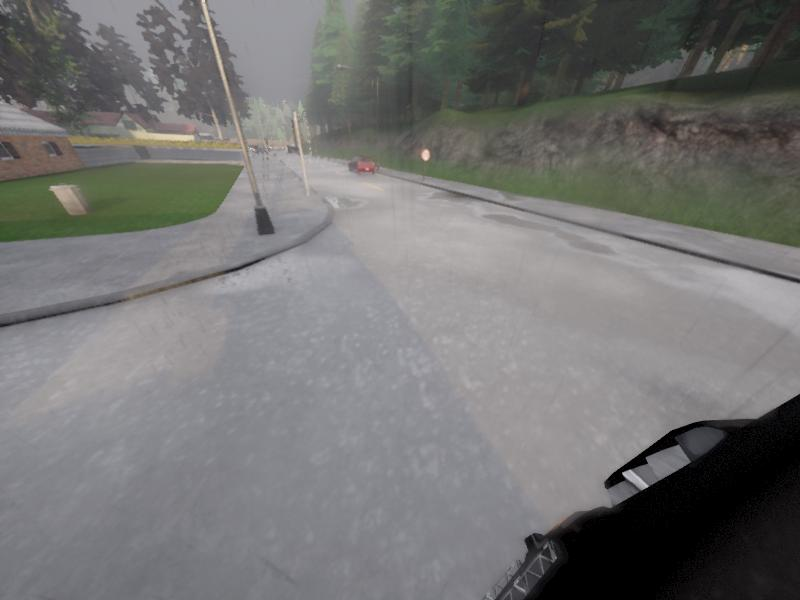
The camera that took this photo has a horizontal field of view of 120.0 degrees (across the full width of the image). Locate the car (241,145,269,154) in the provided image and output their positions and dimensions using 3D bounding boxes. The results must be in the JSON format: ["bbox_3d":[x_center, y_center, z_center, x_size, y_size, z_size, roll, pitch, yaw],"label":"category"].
[{"bbox_3d":[-33.580,-34.984,53.647,4.974,1.542,2.038,-6,34,-13],"label":"car"}]

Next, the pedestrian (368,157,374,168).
[{"bbox_3d":[-3.527,-16.977,28.452,0.500,1.100,0.500,-23,41,-33],"label":"pedestrian"}]

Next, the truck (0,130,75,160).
[{"bbox_3d":[-33.242,-13.652,20.340,4.478,2.038,2.069,-14,37,-23],"label":"truck"}]

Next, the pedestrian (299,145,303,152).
[{"bbox_3d":[-32.529,-49.855,75.944,0.751,1.860,0.751,-9,35,-17],"label":"pedestrian"}]

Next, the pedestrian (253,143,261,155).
[{"bbox_3d":[-27.080,-28.485,43.680,0.751,1.860,0.751,-13,36,-23],"label":"pedestrian"}]

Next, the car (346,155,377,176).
[{"bbox_3d":[-3.770,-13.015,22.227,1.845,1.501,3.633,-13,36,-23],"label":"car"}]

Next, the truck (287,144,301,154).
[{"bbox_3d":[-29.313,-41.835,63.935,2.390,2.098,6.274,-6,34,-12],"label":"truck"}]
